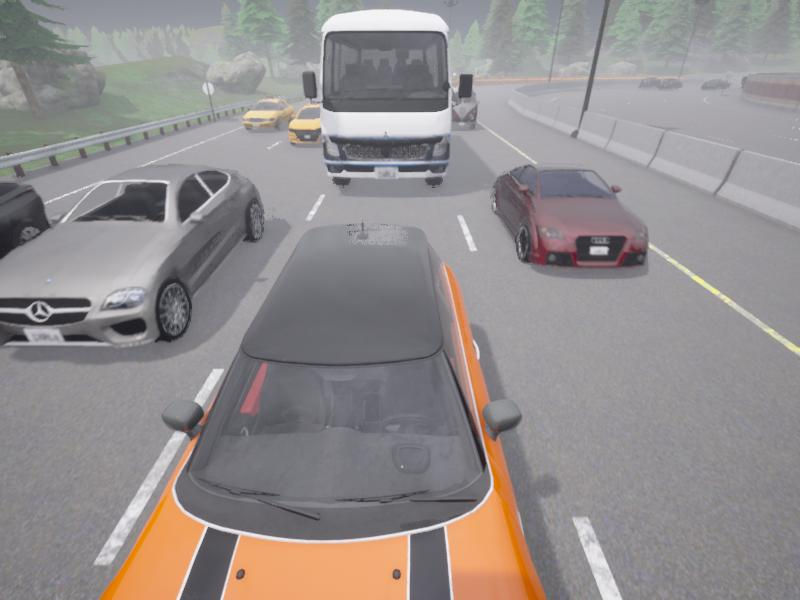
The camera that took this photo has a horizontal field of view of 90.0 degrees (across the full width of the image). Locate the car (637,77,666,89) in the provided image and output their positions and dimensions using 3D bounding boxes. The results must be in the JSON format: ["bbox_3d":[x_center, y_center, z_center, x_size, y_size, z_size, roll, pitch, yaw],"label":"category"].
[{"bbox_3d":[38.101,-32.854,60.567,3.705,1.549,1.789,-17,34,-25],"label":"car"}]

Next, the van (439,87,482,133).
[{"bbox_3d":[3.273,-10.793,22.512,1.775,1.987,4.442,1,30,1],"label":"van"}]

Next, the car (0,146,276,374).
[{"bbox_3d":[-3.844,-1.133,6.341,2.152,1.651,5.027,0,30,0],"label":"car"}]

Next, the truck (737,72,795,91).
[{"bbox_3d":[50.649,-30.286,55.430,6.274,2.098,2.390,-10,32,-15],"label":"truck"}]

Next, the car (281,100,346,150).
[{"bbox_3d":[-3.816,-8.232,18.572,1.882,1.535,5.008,0,30,0],"label":"car"}]

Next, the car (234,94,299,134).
[{"bbox_3d":[-7.295,-10.542,22.483,1.801,1.575,5.366,0,30,1],"label":"car"}]

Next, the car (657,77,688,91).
[{"bbox_3d":[39.192,-31.097,57.562,3.633,1.501,1.845,-18,35,-27],"label":"car"}]

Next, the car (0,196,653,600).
[{"bbox_3d":[-0.352,0.750,2.968,2.097,1.767,4.553,0,30,0],"label":"car"}]

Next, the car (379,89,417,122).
[{"bbox_3d":[-0.021,-13.104,26.778,2.242,1.667,4.611,2,30,3],"label":"car"}]

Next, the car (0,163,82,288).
[{"bbox_3d":[-7.347,-0.669,5.642,2.007,1.525,4.514,0,30,0],"label":"car"}]

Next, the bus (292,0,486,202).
[{"bbox_3d":[-0.218,-6.900,13.611,3.944,4.253,10.273,0,30,0],"label":"bus"}]

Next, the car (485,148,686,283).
[{"bbox_3d":[3.154,-1.935,7.968,1.994,1.385,4.181,0,30,0],"label":"car"}]

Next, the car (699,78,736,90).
[{"bbox_3d":[45.135,-30.708,56.891,4.181,1.385,1.994,-14,33,-22],"label":"car"}]
